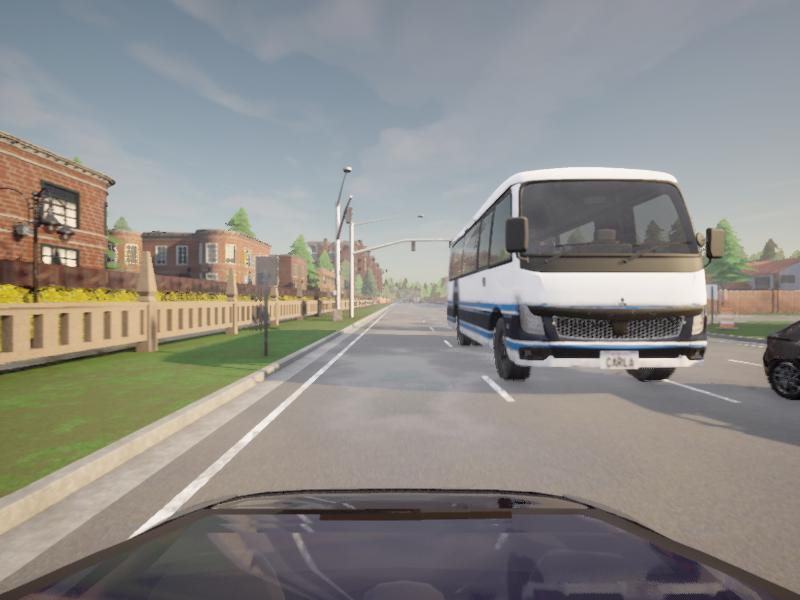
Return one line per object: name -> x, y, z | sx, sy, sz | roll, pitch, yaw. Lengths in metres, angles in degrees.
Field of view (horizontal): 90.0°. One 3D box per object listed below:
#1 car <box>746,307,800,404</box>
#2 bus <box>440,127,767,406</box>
car -> 7.004, 0.854, 4.958 | 1.816, 1.474, 4.193 | 0, 0, 0
bus -> 3.623, -0.537, 11.239 | 3.944, 4.253, 10.273 | 0, 0, 0
